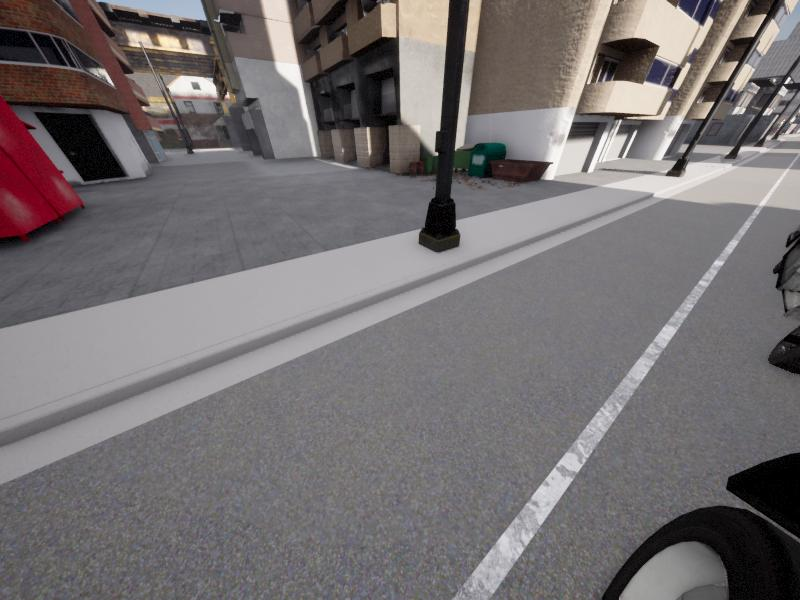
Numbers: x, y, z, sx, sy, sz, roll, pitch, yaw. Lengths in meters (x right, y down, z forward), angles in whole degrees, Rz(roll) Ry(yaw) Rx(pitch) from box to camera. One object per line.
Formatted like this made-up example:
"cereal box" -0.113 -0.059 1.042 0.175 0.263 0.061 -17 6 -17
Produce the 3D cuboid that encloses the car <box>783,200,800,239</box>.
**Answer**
"car" 13.144 -2.683 6.323 4.902 1.511 2.128 -22 40 -27

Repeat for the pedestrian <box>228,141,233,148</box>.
"pedestrian" -35.625 -32.642 48.451 0.500 1.100 0.500 -22 41 -27

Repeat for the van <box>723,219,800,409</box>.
"van" 7.036 -0.624 2.653 6.366 2.431 2.351 -22 40 -27

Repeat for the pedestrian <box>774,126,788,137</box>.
"pedestrian" 84.271 -37.288 51.108 0.751 1.860 0.751 -17 39 -21
